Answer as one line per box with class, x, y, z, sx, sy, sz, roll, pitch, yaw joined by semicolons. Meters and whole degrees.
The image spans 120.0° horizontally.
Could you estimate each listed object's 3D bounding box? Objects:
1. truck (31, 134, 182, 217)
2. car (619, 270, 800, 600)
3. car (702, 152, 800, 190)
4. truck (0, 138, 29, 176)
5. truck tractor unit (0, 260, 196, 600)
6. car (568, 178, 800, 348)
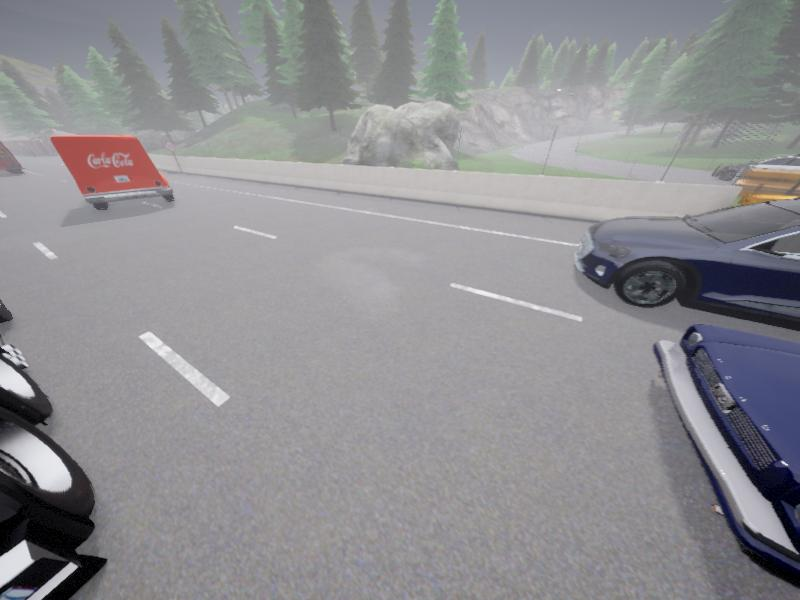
truck;-12.206;-5.640;10.048;5.204;2.467;2.627;29;45;35
car;4.254;1.400;0.820;4.718;1.301;1.895;18;39;24
car;21.542;-7.356;13.047;2.038;1.542;4.974;-7;35;-10
truck;-36.038;-12.802;19.354;8.468;3.827;2.891;18;39;24
truck tractor unit;-5.101;-0.312;0.786;6.516;4.208;3.053;19;39;24
car;5.652;-0.590;3.376;4.856;1.649;2.033;18;39;25
